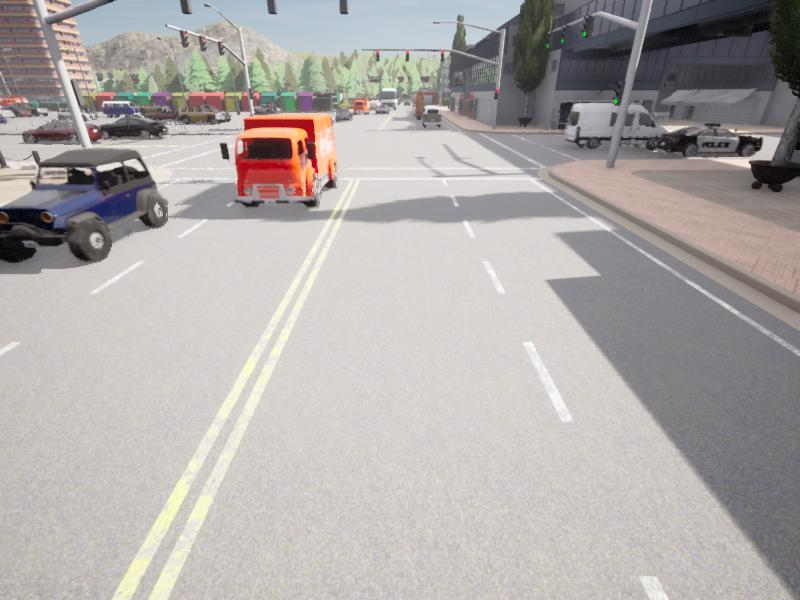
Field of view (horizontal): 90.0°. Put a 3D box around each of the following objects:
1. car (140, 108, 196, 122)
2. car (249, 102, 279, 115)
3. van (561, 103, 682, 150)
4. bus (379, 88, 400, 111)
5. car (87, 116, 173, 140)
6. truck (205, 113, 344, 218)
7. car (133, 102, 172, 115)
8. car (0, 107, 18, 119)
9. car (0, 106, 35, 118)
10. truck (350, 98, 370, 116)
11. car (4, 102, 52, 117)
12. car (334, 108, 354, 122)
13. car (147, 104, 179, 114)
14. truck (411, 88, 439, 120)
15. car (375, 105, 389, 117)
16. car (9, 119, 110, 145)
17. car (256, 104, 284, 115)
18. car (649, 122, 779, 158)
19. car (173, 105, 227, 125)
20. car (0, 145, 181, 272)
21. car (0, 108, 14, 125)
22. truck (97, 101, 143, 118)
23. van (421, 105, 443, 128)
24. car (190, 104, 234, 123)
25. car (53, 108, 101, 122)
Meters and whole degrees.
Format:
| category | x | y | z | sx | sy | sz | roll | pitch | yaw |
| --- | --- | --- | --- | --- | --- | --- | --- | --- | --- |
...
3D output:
| category | x | y | z | sx | sy | sz | roll | pitch | yaw |
| --- | --- | --- | --- | --- | --- | --- | --- | --- | --- |
| car | -27.851 | -22.311 | 48.214 | 5.357 | 1.415 | 2.033 | 0 | 27 | 0 |
| car | -21.434 | -30.237 | 63.145 | 3.866 | 1.878 | 1.905 | 0 | 27 | 0 |
| van | 13.595 | -10.855 | 24.990 | 5.915 | 2.561 | 1.988 | 0 | 27 | 0 |
| bus | -2.208 | -44.492 | 88.633 | 3.944 | 4.253 | 10.273 | 1 | 27 | 1 |
| car | -20.624 | -13.253 | 30.762 | 5.008 | 1.535 | 1.882 | 0 | 27 | 0 |
| truck | -3.516 | -4.534 | 12.769 | 2.627 | 2.467 | 5.204 | 0 | 27 | 0 |
| car | -38.954 | -30.235 | 63.137 | 4.605 | 1.855 | 1.932 | 0 | 27 | 0 |
| car | -53.975 | -24.943 | 53.357 | 3.806 | 1.475 | 1.970 | 0 | 27 | 0 |
| car | -53.972 | -26.293 | 55.918 | 3.905 | 1.438 | 1.784 | 0 | 27 | 0 |
| truck | -6.509 | -32.017 | 66.293 | 2.627 | 2.467 | 5.204 | 1 | 27 | 1 |
| car | -54.020 | -27.705 | 58.209 | 4.605 | 1.855 | 1.932 | 0 | 27 | 0 |
| car | -6.986 | -23.216 | 50.182 | 1.845 | 1.501 | 3.633 | 1 | 27 | 1 |
| car | -38.888 | -31.371 | 65.810 | 3.905 | 1.438 | 1.784 | 0 | 27 | 0 |
| truck | 3.433 | -28.083 | 57.149 | 2.891 | 3.827 | 8.468 | -2 | 27 | -3 |
| car | -2.981 | -31.912 | 67.331 | 2.152 | 1.651 | 5.027 | 1 | 27 | 1 |
| car | -23.376 | -11.627 | 27.655 | 4.792 | 1.488 | 2.163 | 0 | 27 | 0 |
| car | -21.421 | -31.346 | 65.830 | 3.806 | 1.475 | 1.970 | 0 | 27 | 0 |
| car | 17.146 | -8.852 | 22.072 | 5.238 | 1.638 | 1.930 | 0 | 27 | 0 |
| car | -21.468 | -19.957 | 43.110 | 4.605 | 1.855 | 1.932 | 0 | 27 | 0 |
| car | -7.006 | -2.245 | 8.929 | 1.905 | 1.878 | 3.866 | 0 | 27 | 0 |
| car | -45.317 | -19.801 | 43.181 | 4.611 | 1.667 | 2.242 | 0 | 27 | 0 |
| truck | -38.904 | -26.567 | 55.783 | 4.478 | 2.038 | 2.069 | 0 | 27 | 0 |
| van | 3.334 | -19.452 | 42.294 | 2.069 | 2.038 | 4.480 | 0 | 28 | 1 |
| car | -21.412 | -21.276 | 45.687 | 3.866 | 1.878 | 1.905 | 0 | 27 | 0 |
| car | -38.877 | -22.304 | 48.215 | 3.806 | 1.475 | 1.970 | 0 | 27 | 0 |
